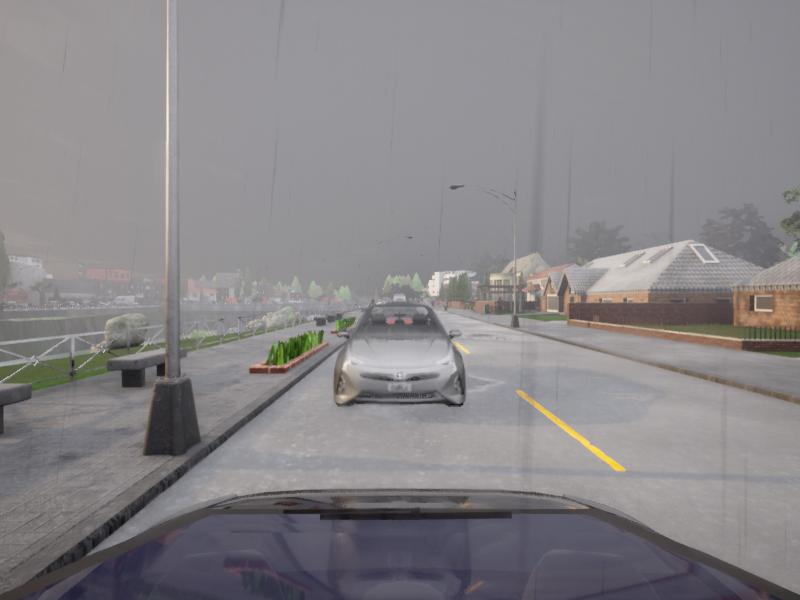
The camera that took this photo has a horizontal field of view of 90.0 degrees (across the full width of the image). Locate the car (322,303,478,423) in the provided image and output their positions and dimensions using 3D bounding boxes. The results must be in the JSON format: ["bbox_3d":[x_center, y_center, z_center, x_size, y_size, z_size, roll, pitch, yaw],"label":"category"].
[{"bbox_3d":[-0.006,0.829,7.415,2.007,1.525,4.514,0,0,0],"label":"car"}]

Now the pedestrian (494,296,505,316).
[{"bbox_3d":[9.041,0.533,36.376,0.751,1.860,0.751,0,0,-5],"label":"pedestrian"}]

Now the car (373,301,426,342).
[{"bbox_3d":[-0.013,0.828,17.552,2.007,1.525,4.514,0,0,0],"label":"car"}]

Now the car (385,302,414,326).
[{"bbox_3d":[-0.018,0.854,26.726,1.816,1.474,4.193,0,0,0],"label":"car"}]

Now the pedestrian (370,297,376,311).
[{"bbox_3d":[-3.683,0.533,54.254,0.751,1.860,0.751,0,0,8],"label":"pedestrian"}]
